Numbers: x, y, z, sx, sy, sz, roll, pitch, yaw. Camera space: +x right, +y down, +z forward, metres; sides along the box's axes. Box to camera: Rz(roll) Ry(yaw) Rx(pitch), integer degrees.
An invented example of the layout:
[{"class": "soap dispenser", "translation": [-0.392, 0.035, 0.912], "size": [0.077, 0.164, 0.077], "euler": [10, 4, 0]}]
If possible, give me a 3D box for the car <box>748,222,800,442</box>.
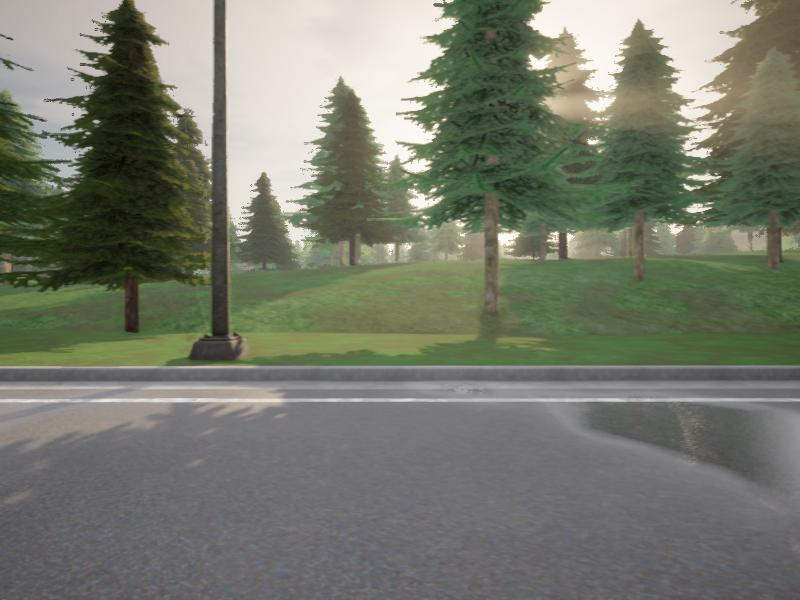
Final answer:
[{"class": "car", "translation": [5.291, 0.223, 2.201], "size": [4.974, 1.542, 2.038], "euler": [0, 0, 0]}]
